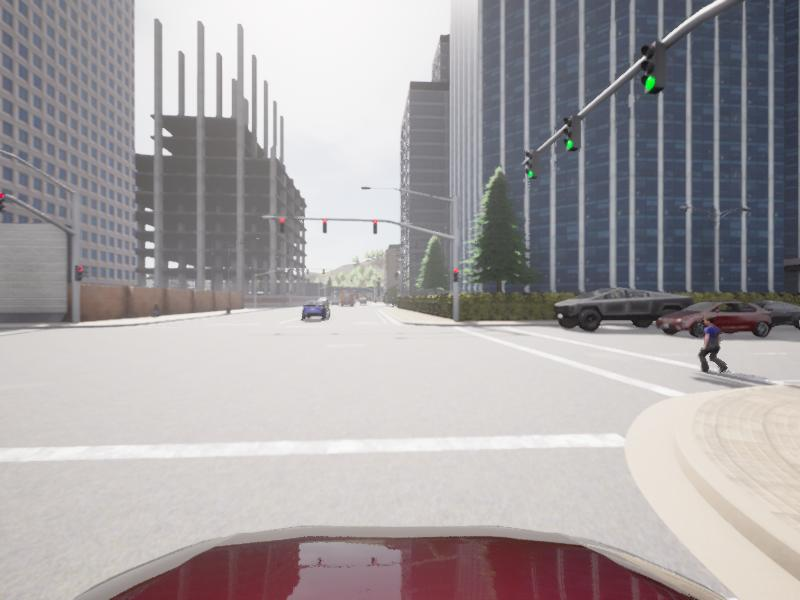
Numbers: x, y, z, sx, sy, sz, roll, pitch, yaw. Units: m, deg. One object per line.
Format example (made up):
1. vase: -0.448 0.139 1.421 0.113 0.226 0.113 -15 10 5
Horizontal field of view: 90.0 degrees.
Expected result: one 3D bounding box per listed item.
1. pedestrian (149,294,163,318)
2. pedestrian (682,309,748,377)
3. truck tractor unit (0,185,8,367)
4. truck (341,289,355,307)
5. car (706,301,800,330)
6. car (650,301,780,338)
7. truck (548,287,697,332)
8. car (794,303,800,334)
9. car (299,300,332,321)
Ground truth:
1. pedestrian: -19.152 0.434 31.398 0.751 1.860 0.751 0 0 -10
2. pedestrian: 6.427 0.849 8.195 0.751 1.300 0.751 0 0 -13
3. truck tractor unit: -12.355 -0.556 7.611 6.516 4.208 3.053 0 0 -5
4. truck: -12.041 -0.471 92.462 2.891 3.827 8.468 0 0 -5
5. car: 18.889 0.782 20.856 4.674 1.442 1.812 0 0 -5
6. car: 13.150 0.773 16.844 4.193 1.474 1.816 0 0 -5
7. truck: 11.058 0.456 20.177 6.274 2.098 2.390 0 0 -5
8. car: 20.123 0.826 17.459 4.181 1.385 1.994 0 0 -6
9. car: -6.690 0.778 31.973 2.007 1.525 4.514 0 0 -5
